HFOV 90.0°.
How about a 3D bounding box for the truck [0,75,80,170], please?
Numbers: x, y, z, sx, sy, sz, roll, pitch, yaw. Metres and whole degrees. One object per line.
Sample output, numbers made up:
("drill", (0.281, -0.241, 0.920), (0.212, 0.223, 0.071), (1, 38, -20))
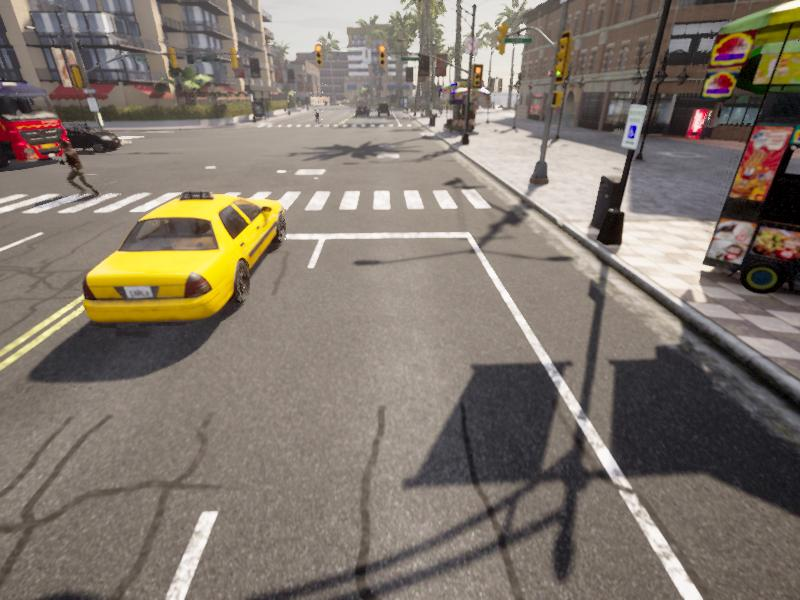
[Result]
("truck", (-21.057, -8.508, 19.100), (8.468, 3.827, 2.891), (3, 27, 5))

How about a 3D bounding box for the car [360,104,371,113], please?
("car", (-6.806, -37.546, 78.426), (1.994, 1.385, 4.181), (-3, 27, -5))

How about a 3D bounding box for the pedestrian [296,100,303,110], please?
("pedestrian", (-21.513, -41.697, 85.656), (0.751, 1.860, 0.751), (12, 29, 22))

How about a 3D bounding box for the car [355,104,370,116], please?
("car", (-6.231, -31.875, 67.047), (2.242, 1.667, 4.611), (-1, 27, -2))

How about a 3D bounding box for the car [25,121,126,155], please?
("car", (-19.073, -9.650, 23.764), (3.988, 1.617, 1.851), (-4, 28, -8))

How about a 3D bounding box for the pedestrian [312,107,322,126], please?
("pedestrian", (-9.011, -19.846, 43.311), (0.751, 1.860, 0.751), (-1, 27, -1))

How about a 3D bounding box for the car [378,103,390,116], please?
("car", (-2.646, -31.065, 65.218), (1.905, 1.878, 3.866), (-1, 27, -2))

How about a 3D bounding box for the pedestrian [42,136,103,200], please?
("pedestrian", (-10.467, -4.243, 12.858), (0.751, 1.860, 0.751), (-2, 27, -3))

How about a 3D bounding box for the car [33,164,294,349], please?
("car", (-3.482, -1.282, 7.422), (1.801, 1.575, 5.366), (-1, 27, -2))

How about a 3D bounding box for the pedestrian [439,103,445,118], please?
("pedestrian", (5.875, -26.860, 56.637), (0.751, 1.860, 0.751), (2, 27, 4))

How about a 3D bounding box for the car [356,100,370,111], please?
("car", (-8.156, -42.410, 87.210), (2.150, 2.045, 5.566), (-7, 28, -13))
